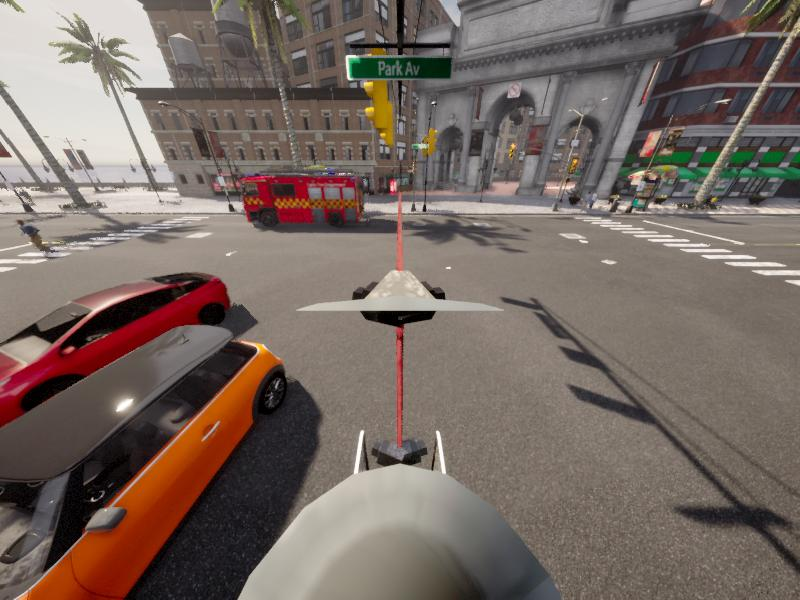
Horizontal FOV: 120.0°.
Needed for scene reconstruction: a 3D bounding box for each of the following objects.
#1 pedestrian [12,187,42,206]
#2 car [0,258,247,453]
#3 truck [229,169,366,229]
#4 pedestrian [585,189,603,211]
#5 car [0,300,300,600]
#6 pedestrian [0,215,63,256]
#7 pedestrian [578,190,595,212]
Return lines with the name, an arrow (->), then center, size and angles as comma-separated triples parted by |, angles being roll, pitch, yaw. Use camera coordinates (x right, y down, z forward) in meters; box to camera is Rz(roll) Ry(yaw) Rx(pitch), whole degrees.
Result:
pedestrian -> -41.713, -11.584, 25.857 | 0.751, 1.860, 0.751 | 2, 30, 3
car -> -6.610, 0.583, 5.470 | 2.007, 1.525, 4.514 | 10, 31, 17
truck -> -7.152, -7.752, 17.609 | 8.468, 3.827, 2.891 | 0, 30, 1
pedestrian -> 19.388, -10.016, 23.141 | 0.751, 1.860, 0.751 | 18, 35, 29
car -> -3.582, 1.982, 2.779 | 2.097, 1.767, 4.553 | 5, 30, 8
pedestrian -> -18.654, -3.250, 11.727 | 0.751, 1.860, 0.751 | -2, 30, -3
pedestrian -> 18.049, -9.579, 22.383 | 0.751, 1.860, 0.751 | 18, 35, 28
